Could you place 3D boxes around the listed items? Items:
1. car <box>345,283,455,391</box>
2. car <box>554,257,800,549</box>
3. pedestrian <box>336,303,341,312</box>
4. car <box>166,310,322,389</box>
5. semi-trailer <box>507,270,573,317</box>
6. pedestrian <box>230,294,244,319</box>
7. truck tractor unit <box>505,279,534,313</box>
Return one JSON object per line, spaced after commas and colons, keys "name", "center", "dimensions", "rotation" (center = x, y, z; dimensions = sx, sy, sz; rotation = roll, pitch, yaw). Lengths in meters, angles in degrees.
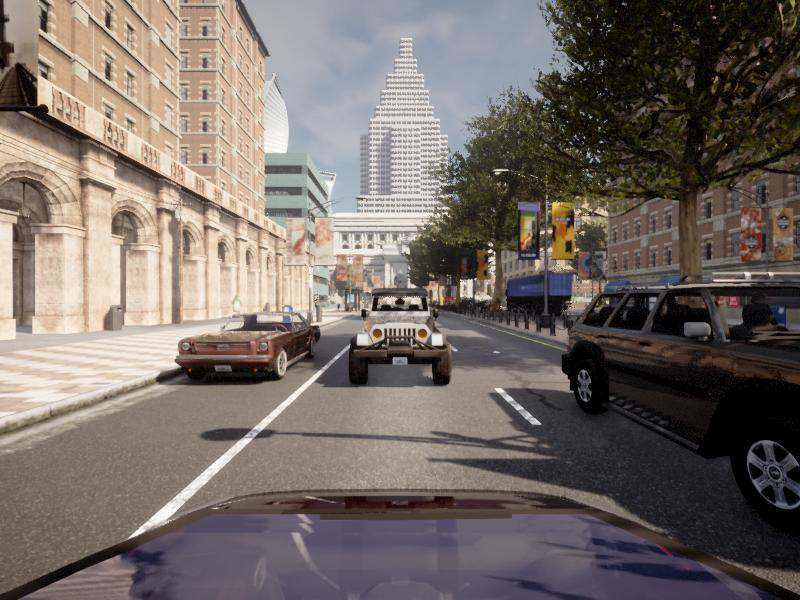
{"name": "car", "center": [-0.001, 0.647, 8.879], "dimensions": [1.905, 1.878, 3.866], "rotation": [0, 0, 0]}
{"name": "car", "center": [3.501, 0.653, 4.281], "dimensions": [1.932, 1.855, 4.605], "rotation": [0, 0, 0]}
{"name": "pedestrian", "center": [-7.450, 0.872, 48.544], "dimensions": [0.500, 1.100, 0.500], "rotation": [0, 0, -1]}
{"name": "car", "center": [-3.250, 0.940, 9.526], "dimensions": [1.895, 1.301, 4.718], "rotation": [0, 0, 0]}
{"name": "semi-trailer", "center": [15.071, -0.614, 44.732], "dimensions": [2.717, 4.402, 14.254], "rotation": [0, 0, 1]}
{"name": "pedestrian", "center": [-12.453, 0.489, 30.560], "dimensions": [0.751, 1.860, 0.751], "rotation": [0, 0, 0]}
{"name": "truck tractor unit", "center": [15.583, -0.511, 52.614], "dimensions": [3.053, 4.208, 6.516], "rotation": [0, 0, 11]}
